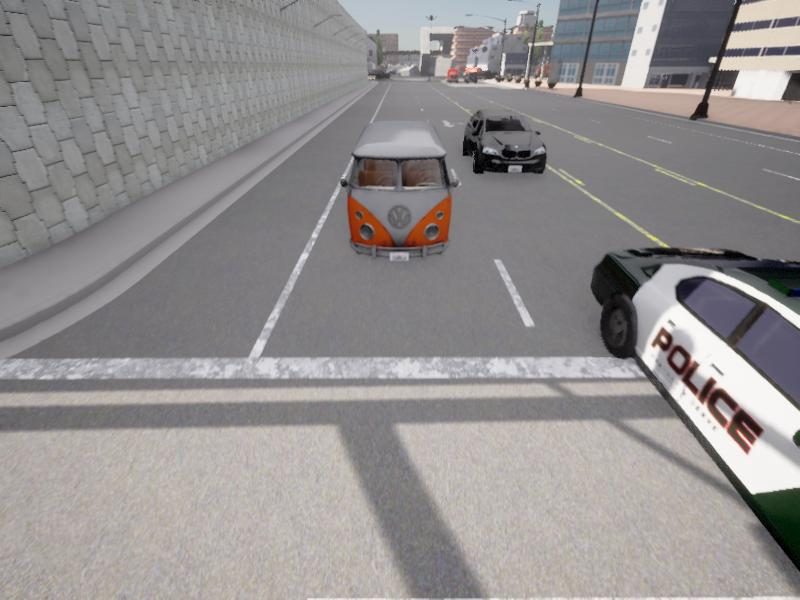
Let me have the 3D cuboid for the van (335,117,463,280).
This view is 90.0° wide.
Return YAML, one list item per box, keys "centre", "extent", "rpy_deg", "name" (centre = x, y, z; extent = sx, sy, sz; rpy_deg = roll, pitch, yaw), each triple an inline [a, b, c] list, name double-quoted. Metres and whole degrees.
- centre: [-0.005, -2.305, 7.951]
  extent: [1.775, 1.987, 4.442]
  rpy_deg: [0, 30, 0]
  name: "van"

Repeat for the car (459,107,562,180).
- centre: [3.497, -5.569, 13.838]
  extent: [2.242, 1.667, 4.611]
  rpy_deg: [0, 30, 0]
  name: "car"

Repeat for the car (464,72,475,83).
- centre: [14.544, -46.781, 83.970]
  extent: [1.932, 1.855, 4.605]
  rpy_deg: [3, 31, 6]
  name: "car"

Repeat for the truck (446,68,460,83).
- centre: [11.176, -47.597, 84.793]
  extent: [2.627, 2.467, 5.204]
  rpy_deg: [3, 31, 6]
  name: "truck"

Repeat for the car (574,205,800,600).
- centre: [3.501, 0.748, 3.192]
  extent: [2.038, 1.542, 4.974]
  rpy_deg: [0, 30, 0]
  name: "car"

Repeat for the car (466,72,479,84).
- centre: [14.012, -43.072, 77.642]
  extent: [1.905, 1.878, 3.866]
  rpy_deg: [2, 30, 3]
  name: "car"

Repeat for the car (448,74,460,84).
- centre: [10.543, -43.290, 78.346]
  extent: [1.851, 1.617, 3.988]
  rpy_deg: [2, 30, 3]
  name: "car"
